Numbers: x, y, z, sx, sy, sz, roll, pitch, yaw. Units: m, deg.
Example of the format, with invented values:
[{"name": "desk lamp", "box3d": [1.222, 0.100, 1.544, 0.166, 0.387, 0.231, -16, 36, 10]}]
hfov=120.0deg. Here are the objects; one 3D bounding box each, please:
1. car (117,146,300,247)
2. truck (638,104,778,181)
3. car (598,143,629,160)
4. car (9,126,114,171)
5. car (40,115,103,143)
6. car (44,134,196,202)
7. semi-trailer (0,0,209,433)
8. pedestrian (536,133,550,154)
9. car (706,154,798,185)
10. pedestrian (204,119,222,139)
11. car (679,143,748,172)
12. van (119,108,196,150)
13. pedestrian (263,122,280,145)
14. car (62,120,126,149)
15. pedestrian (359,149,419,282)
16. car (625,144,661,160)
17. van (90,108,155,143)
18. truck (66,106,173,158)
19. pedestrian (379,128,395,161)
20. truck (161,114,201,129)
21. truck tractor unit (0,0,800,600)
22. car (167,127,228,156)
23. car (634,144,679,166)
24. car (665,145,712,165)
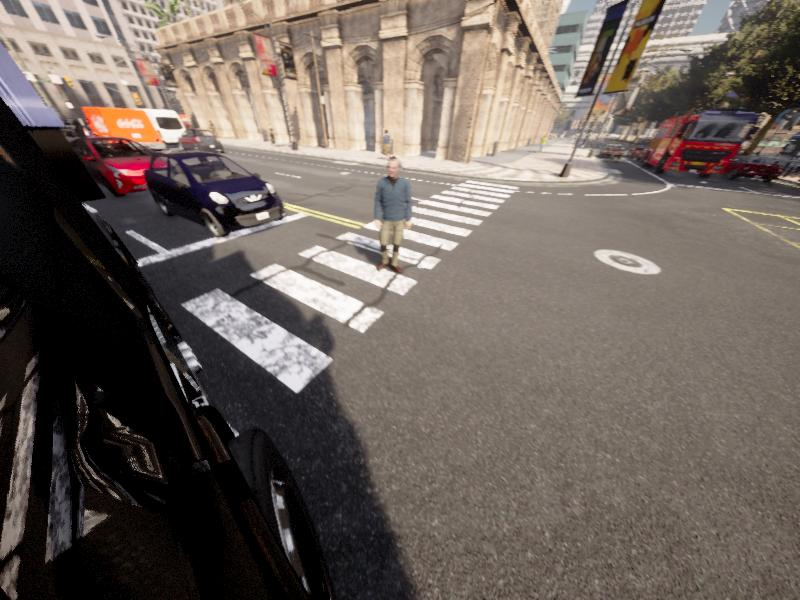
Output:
[{"name": "car", "box3d": [-4.651, -2.786, 5.782, 3.633, 1.501, 1.845, 22, 41, 24]}, {"name": "truck", "box3d": [21.678, -11.811, 17.318, 2.891, 3.827, 8.468, 22, 41, 24]}, {"name": "car", "box3d": [24.517, -17.211, 26.729, 1.895, 1.301, 4.718, 22, 41, 24]}, {"name": "car", "box3d": [-17.093, -7.734, 11.673, 4.892, 1.490, 1.837, 22, 41, 24]}, {"name": "car", "box3d": [-29.786, -15.529, 20.973, 4.605, 1.855, 1.932, 22, 41, 24]}, {"name": "car", "box3d": [-9.975, -4.906, 8.296, 4.514, 1.525, 2.007, 22, 41, 24]}, {"name": "semi-trailer", "box3d": [-9.153, -3.242, 3.733, 14.254, 4.402, 2.717, 23, 41, 24]}, {"name": "pedestrian", "box3d": [16.135, -17.652, 26.089, 0.751, 1.860, 0.751, 23, 41, 25]}, {"name": "car", "box3d": [24.293, -9.310, 16.250, 1.895, 1.301, 4.718, 22, 41, 24]}, {"name": "pedestrian", "box3d": [-22.470, -20.564, 27.782, 0.751, 1.860, 0.751, 18, 40, 19]}, {"name": "car", "box3d": [27.958, -12.947, 20.864, 2.097, 1.767, 4.553, 22, 41, 24]}, {"name": "van", "box3d": [-20.600, -14.560, 19.656, 5.915, 2.561, 1.988, 22, 41, 24]}, {"name": "pedestrian", "box3d": [-12.923, -16.785, 23.308, 0.751, 1.860, 0.751, 20, 40, 21]}, {"name": "car", "box3d": [-24.485, -13.267, 18.498, 3.988, 1.617, 1.851, 22, 41, 24]}, {"name": "pedestrian", "box3d": [-0.156, -1.289, 3.735, 0.751, 1.860, 0.751, 2, 37, 0]}, {"name": "car", "box3d": [29.178, -17.931, 27.893, 1.994, 1.385, 4.181, 21, 41, 23]}, {"name": "van", "box3d": [-27.697, -17.442, 23.079, 5.915, 2.561, 1.988, 22, 41, 24]}, {"name": "truck", "box3d": [-18.573, -11.217, 15.396, 5.204, 2.467, 2.627, 22, 41, 24]}, {"name": "pedestrian", "box3d": [-0.883, -10.684, 15.896, 0.751, 1.860, 0.751, 25, 42, 27]}, {"name": "truck", "box3d": [-47.576, -38.826, 50.366, 2.627, 2.467, 5.204, 22, 41, 24]}, {"name": "truck tractor unit", "box3d": [-2.645, -0.295, 0.351, 6.516, 4.208, 3.053, 28, 44, 30]}, {"name": "car", "box3d": [-15.126, -11.932, 17.318, 3.633, 1.501, 1.845, 22, 41, 24]}, {"name": "car", "box3d": [25.695, -14.685, 23.305, 1.970, 1.475, 3.806, 22, 41, 24]}, {"name": "car", "box3d": [31.087, -15.765, 25.040, 1.970, 1.475, 3.806, 22, 41, 24]}]
